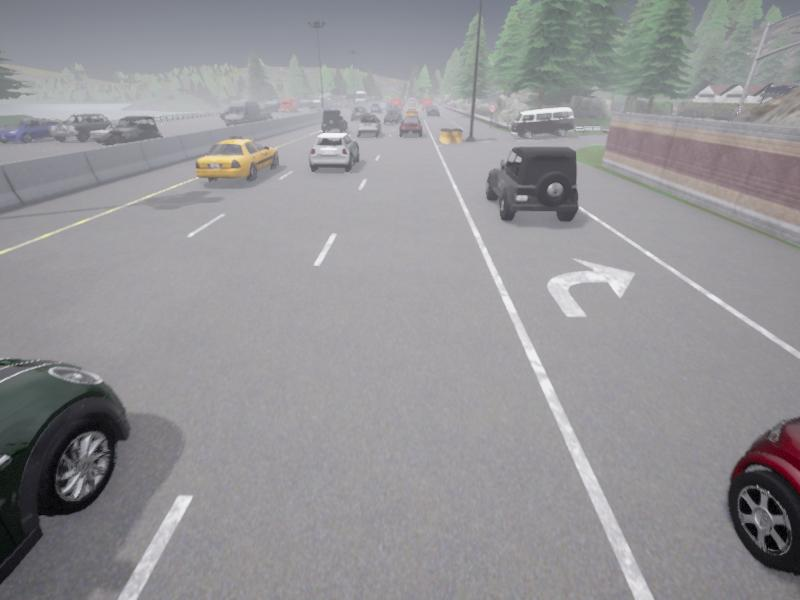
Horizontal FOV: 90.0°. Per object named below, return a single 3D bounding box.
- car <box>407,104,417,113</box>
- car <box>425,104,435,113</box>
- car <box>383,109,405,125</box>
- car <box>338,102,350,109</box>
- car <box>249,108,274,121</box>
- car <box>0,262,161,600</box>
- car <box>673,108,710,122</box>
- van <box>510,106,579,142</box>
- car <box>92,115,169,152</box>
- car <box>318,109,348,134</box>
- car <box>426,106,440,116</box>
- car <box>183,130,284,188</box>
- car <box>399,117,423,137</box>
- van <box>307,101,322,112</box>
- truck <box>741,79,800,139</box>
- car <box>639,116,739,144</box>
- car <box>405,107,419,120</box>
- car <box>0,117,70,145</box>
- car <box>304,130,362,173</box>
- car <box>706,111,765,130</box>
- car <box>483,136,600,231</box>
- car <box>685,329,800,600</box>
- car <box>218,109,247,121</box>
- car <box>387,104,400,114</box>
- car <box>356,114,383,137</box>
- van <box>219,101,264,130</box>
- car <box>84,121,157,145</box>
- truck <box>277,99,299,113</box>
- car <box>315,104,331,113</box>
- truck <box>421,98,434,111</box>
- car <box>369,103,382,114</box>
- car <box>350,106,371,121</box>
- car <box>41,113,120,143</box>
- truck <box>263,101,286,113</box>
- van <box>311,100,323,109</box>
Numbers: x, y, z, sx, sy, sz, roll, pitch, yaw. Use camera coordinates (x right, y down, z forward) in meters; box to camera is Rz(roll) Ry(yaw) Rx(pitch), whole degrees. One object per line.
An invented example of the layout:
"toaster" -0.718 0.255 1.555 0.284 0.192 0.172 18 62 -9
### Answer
"car" 2.424 -38.492 80.288 1.801 1.575 5.366 1 27 1
"car" 5.901 -38.095 79.485 1.789 1.549 3.705 1 27 1
"car" -0.677 -21.772 47.594 1.845 1.501 3.633 6 28 11
"car" -14.357 -49.920 102.765 2.128 1.511 4.902 1 27 1
"car" -19.366 -26.085 56.096 1.816 1.474 4.193 1 27 1
"car" -3.615 1.495 1.780 2.097 1.767 4.553 1 27 2
"car" 38.780 -24.720 53.396 1.816 1.474 4.193 1 27 2
"van" 10.905 -13.492 30.617 4.480 2.038 2.069 -2 27 6
"car" -16.858 -10.604 25.351 1.905 1.878 3.866 1 27 1
"car" -5.993 -16.297 36.484 1.905 1.878 3.866 1 27 1
"car" 5.484 -31.501 66.614 2.038 1.542 4.974 1 27 1
"car" -6.632 -6.049 16.778 1.801 1.575 5.366 1 27 1
"car" 0.951 -15.103 34.800 1.895 1.301 4.718 1 27 1
"van" -18.305 -41.705 86.043 2.069 2.038 4.480 1 27 1
"truck" 31.408 -14.056 29.622 8.468 3.827 2.891 1 27 1
"car" 19.526 -11.610 27.269 4.974 1.542 2.038 1 27 1
"car" 1.705 -27.122 58.049 1.882 1.535 5.008 1 27 1
"car" -27.234 -12.463 29.394 2.007 1.525 4.514 1 27 1
"car" -3.058 -7.170 19.083 1.970 1.475 3.806 1 27 1
"car" 34.867 -18.801 41.810 2.163 1.488 4.792 1 27 2
"car" 3.700 -3.461 11.368 1.905 1.878 3.866 1 27 1
"car" 3.379 1.754 1.534 1.789 1.549 3.705 1 27 1
"car" -22.909 -25.383 54.921 1.895 1.301 4.718 1 27 1
"car" -1.214 -36.330 76.068 2.242 1.667 4.611 1 27 1
"car" -2.568 -14.942 34.144 1.851 1.617 3.988 1 27 1
"van" -16.332 -19.279 41.613 1.988 2.561 5.915 1 27 1
"car" -20.237 -12.261 29.249 1.895 1.301 4.718 1 27 1
"truck" -22.117 -38.410 79.116 2.627 2.467 5.204 1 27 1
"car" -15.120 -37.858 79.166 2.128 1.511 4.902 1 27 1
"truck" 6.342 -45.492 92.961 2.627 2.467 5.204 1 27 1
"car" -4.666 -37.167 77.585 2.033 1.649 4.856 1 27 1
"car" -5.402 -25.527 54.785 2.242 1.667 4.611 1 27 1
"car" -23.710 -12.970 30.003 1.932 1.855 4.605 1 27 1
"truck" -25.536 -39.548 81.750 2.390 2.098 6.274 1 27 1
"van" -21.354 -50.266 102.795 2.069 2.038 4.480 1 27 1
